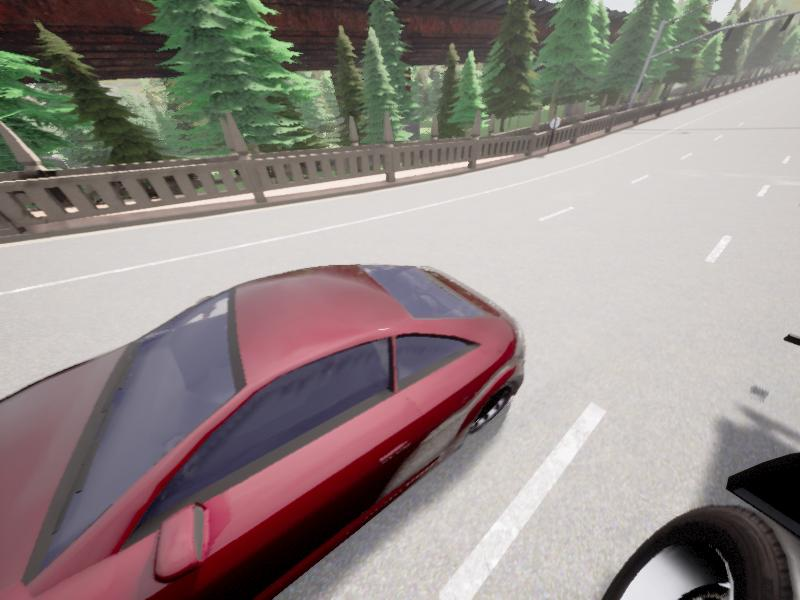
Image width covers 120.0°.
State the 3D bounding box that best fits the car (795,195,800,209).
[{"bbox_3d":[13.813,-3.595,6.571,3.806,1.475,1.970,-26,42,-25],"label":"car"}]

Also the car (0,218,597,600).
[{"bbox_3d":[-0.900,0.635,1.827,4.181,1.385,1.994,-20,40,-25],"label":"car"}]
